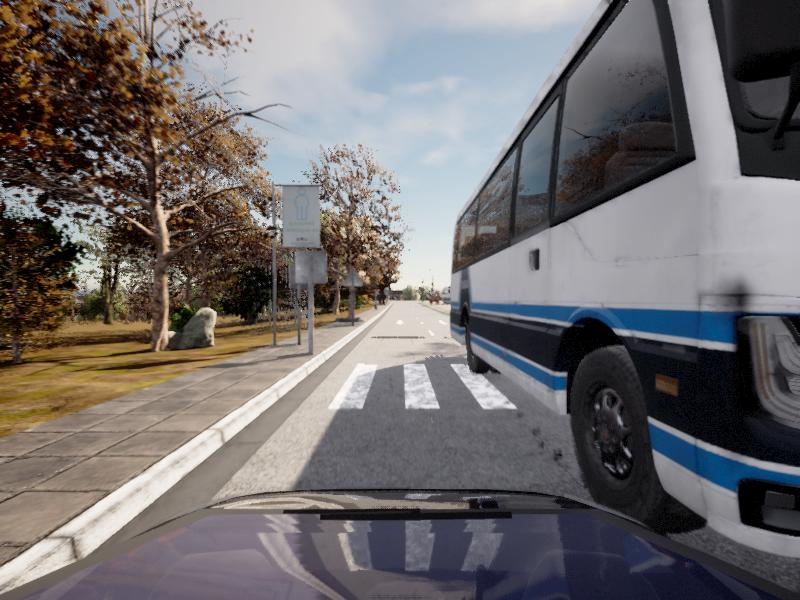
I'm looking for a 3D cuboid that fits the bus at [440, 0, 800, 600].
[{"bbox_3d":[3.120,-0.538,6.358,3.944,4.253,10.273,0,0,0],"label":"bus"}]
